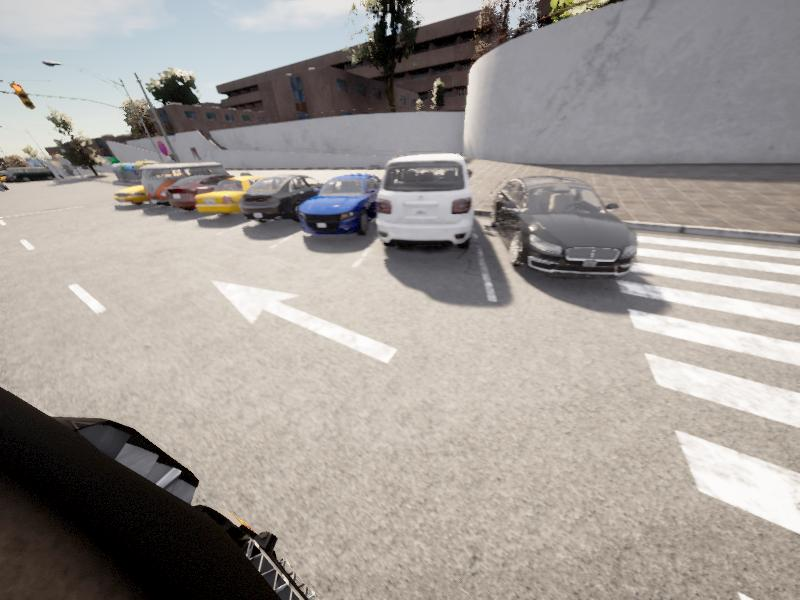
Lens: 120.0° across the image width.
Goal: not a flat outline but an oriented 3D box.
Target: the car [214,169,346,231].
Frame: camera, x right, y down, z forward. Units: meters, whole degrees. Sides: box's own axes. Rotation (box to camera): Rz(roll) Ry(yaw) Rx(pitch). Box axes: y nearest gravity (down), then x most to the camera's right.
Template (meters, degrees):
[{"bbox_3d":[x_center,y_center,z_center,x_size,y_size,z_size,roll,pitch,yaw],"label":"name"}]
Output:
[{"bbox_3d":[-4.287,-4.315,9.481,2.231,1.521,4.892,4,33,10],"label":"car"}]

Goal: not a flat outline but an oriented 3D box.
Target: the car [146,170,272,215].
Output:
[{"bbox_3d":[-9.437,-5.778,12.139,2.163,1.488,4.792,4,33,10],"label":"car"}]

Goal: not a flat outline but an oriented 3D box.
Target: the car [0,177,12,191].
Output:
[{"bbox_3d":[-43.610,-12.419,24.407,3.633,1.501,1.845,17,39,25],"label":"car"}]

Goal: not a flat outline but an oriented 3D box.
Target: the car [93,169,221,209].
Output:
[{"bbox_3d":[-14.626,-7.157,14.559,1.946,1.575,5.366,4,33,9],"label":"car"}]

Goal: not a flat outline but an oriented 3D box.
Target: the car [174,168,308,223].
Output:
[{"bbox_3d":[-6.831,-5.156,10.944,1.946,1.575,5.366,4,33,10],"label":"car"}]

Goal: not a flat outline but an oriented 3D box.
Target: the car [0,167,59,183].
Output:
[{"bbox_3d":[-59.826,-20.286,37.383,1.878,1.987,4.442,3,32,10],"label":"car"}]

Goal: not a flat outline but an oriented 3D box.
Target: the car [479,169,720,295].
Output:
[{"bbox_3d":[3.461,-2.109,5.578,2.231,1.521,4.892,4,33,9],"label":"car"}]

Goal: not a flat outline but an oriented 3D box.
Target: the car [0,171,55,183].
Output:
[{"bbox_3d":[-64.934,-21.471,40.310,2.002,1.452,4.674,3,32,10],"label":"car"}]

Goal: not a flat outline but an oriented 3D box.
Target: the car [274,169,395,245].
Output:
[{"bbox_3d":[-1.700,-3.586,8.182,2.097,1.535,5.008,4,33,9],"label":"car"}]

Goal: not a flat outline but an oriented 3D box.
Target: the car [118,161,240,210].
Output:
[{"bbox_3d":[-12.043,-6.648,13.188,1.878,1.987,4.442,4,33,9],"label":"car"}]

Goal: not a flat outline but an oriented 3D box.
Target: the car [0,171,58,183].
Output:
[{"bbox_3d":[-62.370,-20.795,38.963,2.002,1.452,4.674,3,32,10],"label":"car"}]

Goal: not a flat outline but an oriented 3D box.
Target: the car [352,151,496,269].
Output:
[{"bbox_3d":[0.866,-3.074,6.765,2.435,2.045,5.566,4,33,10],"label":"car"}]

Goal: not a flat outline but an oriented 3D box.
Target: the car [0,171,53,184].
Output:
[{"bbox_3d":[-67.540,-22.082,41.475,1.946,1.575,5.366,3,32,10],"label":"car"}]
